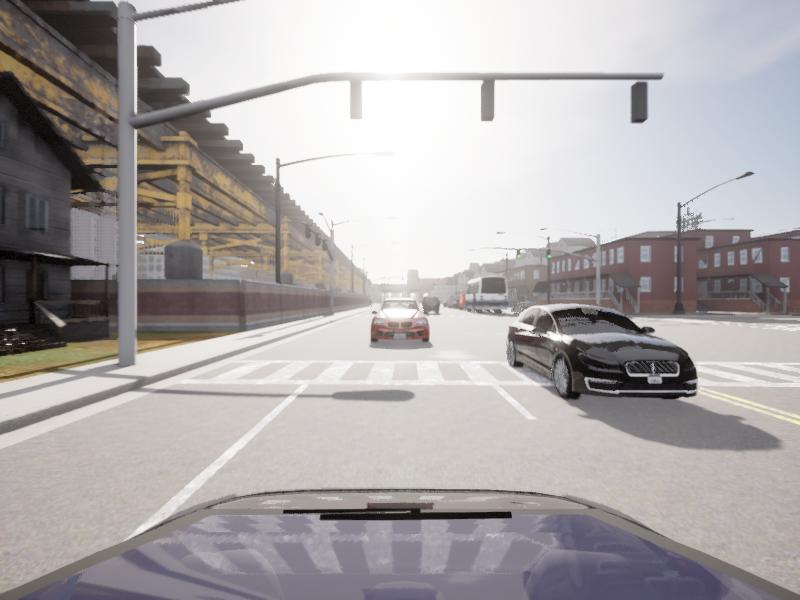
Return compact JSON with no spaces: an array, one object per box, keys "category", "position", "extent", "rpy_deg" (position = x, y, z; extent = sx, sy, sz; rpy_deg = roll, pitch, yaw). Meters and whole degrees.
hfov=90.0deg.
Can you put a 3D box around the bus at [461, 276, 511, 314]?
[{"category":"bus","position":[10.378,-0.553,49.793],"extent":[3.944,4.253,10.273],"rpy_deg":[0,0,0]}]

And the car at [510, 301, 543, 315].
[{"category":"car","position":[14.002,0.879,44.641],"extent":[2.033,1.411,5.357],"rpy_deg":[0,0,0]}]

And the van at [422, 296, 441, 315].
[{"category":"van","position":[3.500,0.583,45.429],"extent":[1.775,1.987,4.442],"rpy_deg":[0,0,0]}]

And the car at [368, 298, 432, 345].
[{"category":"car","position":[0.000,0.750,16.356],"extent":[2.242,1.667,4.611],"rpy_deg":[0,0,0]}]

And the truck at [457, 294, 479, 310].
[{"category":"truck","position":[10.500,0.332,62.208],"extent":[2.627,2.467,5.204],"rpy_deg":[0,0,0]}]

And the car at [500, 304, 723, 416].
[{"category":"car","position":[3.499,0.841,7.924],"extent":[1.837,1.490,4.892],"rpy_deg":[0,0,0]}]

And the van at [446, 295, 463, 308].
[{"category":"van","position":[10.501,0.351,77.403],"extent":[2.351,2.431,6.366],"rpy_deg":[0,0,0]}]

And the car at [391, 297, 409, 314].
[{"category":"car","position":[-0.003,0.630,45.613],"extent":[1.905,1.878,3.866],"rpy_deg":[0,0,0]}]
